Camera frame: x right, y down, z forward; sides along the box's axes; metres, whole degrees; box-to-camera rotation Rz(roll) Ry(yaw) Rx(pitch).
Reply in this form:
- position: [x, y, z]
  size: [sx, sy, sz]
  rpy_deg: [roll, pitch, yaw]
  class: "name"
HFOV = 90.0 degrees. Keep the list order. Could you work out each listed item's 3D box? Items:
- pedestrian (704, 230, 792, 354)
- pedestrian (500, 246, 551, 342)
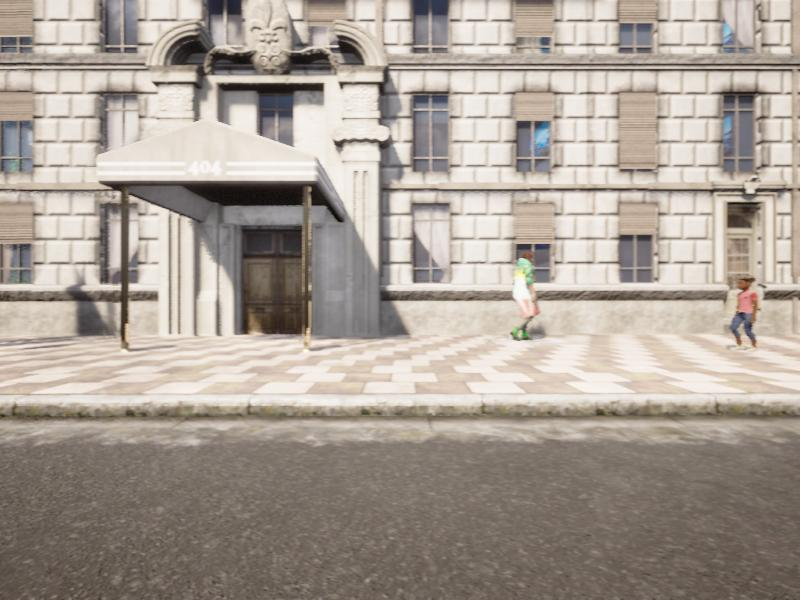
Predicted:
- position: [5.543, -0.123, 6.415]
  size: [0.751, 1.860, 0.751]
  rpy_deg: [0, 0, 0]
  class: "pedestrian"
- position: [2.554, -0.118, 8.201]
  size: [0.751, 1.860, 0.751]
  rpy_deg: [0, 0, -7]
  class: "pedestrian"
